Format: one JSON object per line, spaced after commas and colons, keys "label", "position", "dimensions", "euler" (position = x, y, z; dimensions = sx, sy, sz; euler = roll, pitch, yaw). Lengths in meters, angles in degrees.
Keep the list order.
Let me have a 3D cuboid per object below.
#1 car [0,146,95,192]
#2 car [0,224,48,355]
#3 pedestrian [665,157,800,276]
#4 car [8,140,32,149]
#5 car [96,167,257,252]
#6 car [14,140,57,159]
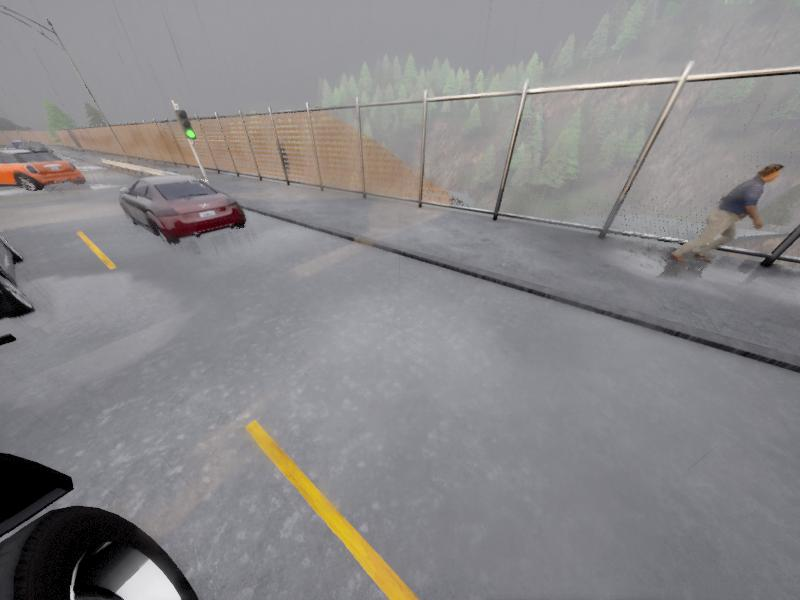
{"label": "car", "position": [-19.423, -6.631, 11.638], "dimensions": [4.553, 1.767, 2.097], "euler": [1, 35, 2]}
{"label": "car", "position": [-7.512, -0.582, 3.264], "dimensions": [5.238, 1.638, 1.930], "euler": [22, 41, 28]}
{"label": "pedestrian", "position": [6.055, -1.517, 4.274], "dimensions": [0.751, 1.860, 0.751], "euler": [27, 43, 32]}
{"label": "car", "position": [-79.200, -32.474, 48.133], "dimensions": [5.008, 1.535, 1.882], "euler": [22, 41, 28]}
{"label": "car", "position": [-6.515, -2.876, 6.765], "dimensions": [4.181, 1.385, 1.994], "euler": [22, 41, 28]}
{"label": "car", "position": [-45.419, -18.854, 28.810], "dimensions": [4.553, 1.767, 2.097], "euler": [22, 41, 28]}
